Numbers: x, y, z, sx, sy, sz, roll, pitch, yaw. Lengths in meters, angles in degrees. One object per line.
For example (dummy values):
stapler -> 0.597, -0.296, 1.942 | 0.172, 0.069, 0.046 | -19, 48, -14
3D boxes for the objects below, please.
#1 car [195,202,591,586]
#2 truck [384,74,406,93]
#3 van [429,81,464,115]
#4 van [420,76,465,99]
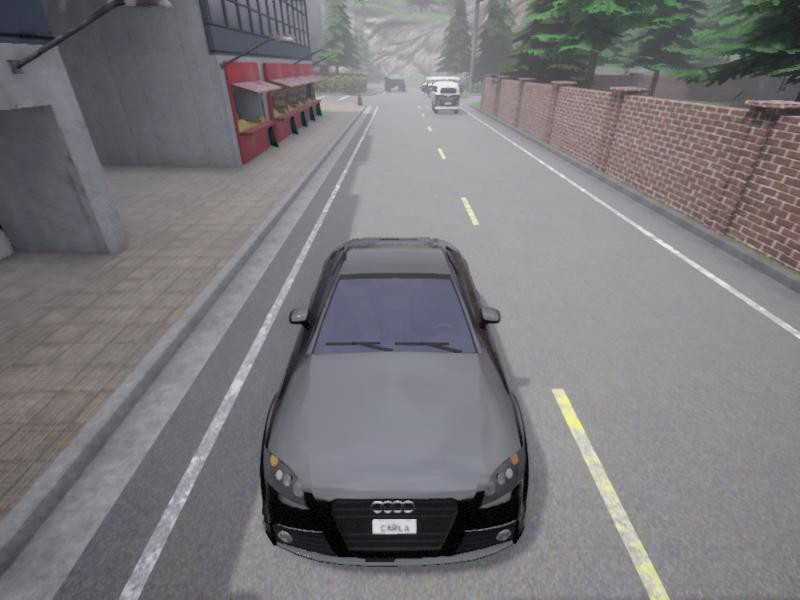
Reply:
car -> -0.049, 0.280, 4.168 | 1.994, 1.385, 4.181 | 0, 30, 0
truck -> -0.717, -29.846, 54.954 | 2.390, 2.098, 6.274 | -3, 30, -6
van -> 3.377, -15.196, 29.967 | 2.069, 2.038, 4.480 | 0, 30, 0
van -> 4.459, -22.861, 43.024 | 4.480, 2.038, 2.069 | 0, 30, -1
